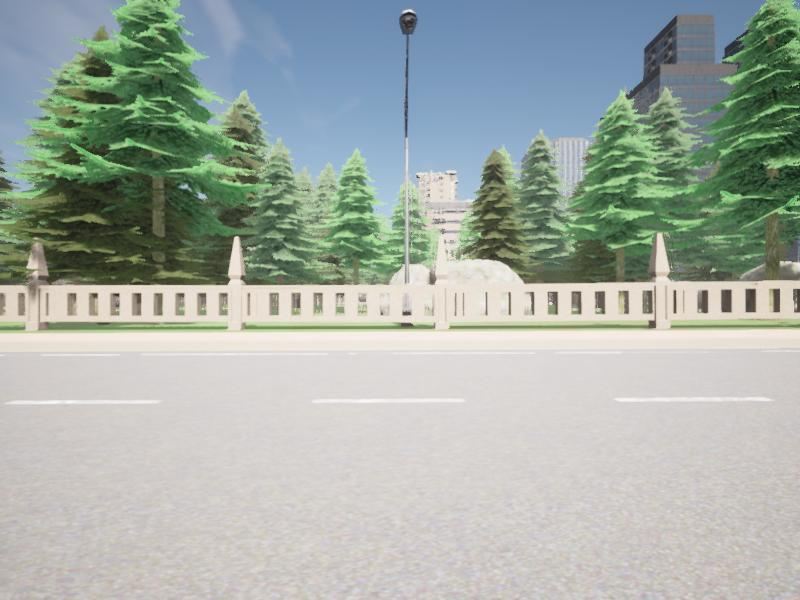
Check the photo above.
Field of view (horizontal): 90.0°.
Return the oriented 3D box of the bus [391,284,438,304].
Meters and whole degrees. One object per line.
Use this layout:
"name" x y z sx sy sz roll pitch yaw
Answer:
"bus" 3.129 -1.204 89.088 10.273 4.253 3.944 0 0 38
